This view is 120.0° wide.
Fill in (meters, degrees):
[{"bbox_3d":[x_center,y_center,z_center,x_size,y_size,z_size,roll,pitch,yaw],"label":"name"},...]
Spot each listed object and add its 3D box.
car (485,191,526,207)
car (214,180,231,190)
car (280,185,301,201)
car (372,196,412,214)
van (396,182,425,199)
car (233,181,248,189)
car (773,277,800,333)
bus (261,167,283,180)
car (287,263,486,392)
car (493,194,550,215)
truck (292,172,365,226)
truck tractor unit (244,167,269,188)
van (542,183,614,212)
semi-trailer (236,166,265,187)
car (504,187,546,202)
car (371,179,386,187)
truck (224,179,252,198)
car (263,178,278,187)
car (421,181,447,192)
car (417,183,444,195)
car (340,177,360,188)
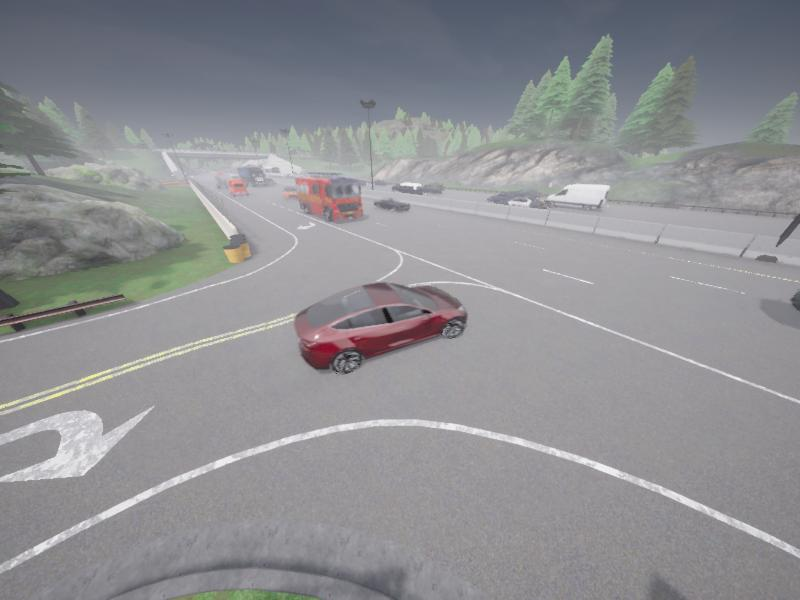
[{"bbox_3d":[13.498,-13.055,29.850,1.994,1.385,4.181,-23,37,-34],"label":"car"},{"bbox_3d":[-39.338,-25.434,51.030,2.033,1.649,4.856,-23,37,-34],"label":"car"},{"bbox_3d":[-16.551,-16.193,34.859,2.097,1.767,4.553,-15,33,-25],"label":"car"},{"bbox_3d":[-0.935,-10.717,25.871,1.895,1.301,4.718,-23,37,-34],"label":"car"},{"bbox_3d":[1.581,-17.680,37.190,2.069,2.038,4.480,-23,37,-34],"label":"van"},{"bbox_3d":[-36.925,-26.572,53.334,1.895,1.301,4.718,-23,37,-34],"label":"car"},{"bbox_3d":[14.357,0.711,5.334,2.150,2.045,5.566,-23,37,-34],"label":"car"},{"bbox_3d":[-48.723,-48.282,87.980,3.944,4.253,10.273,-23,37,-34],"label":"bus"},{"bbox_3d":[-0.349,0.389,6.466,4.792,1.488,2.163,-13,32,-21],"label":"car"},{"bbox_3d":[13.165,-10.616,25.455,2.038,1.542,4.974,-23,37,-34],"label":"car"},{"bbox_3d":[-7.006,-9.977,22.061,2.891,3.827,8.468,-23,37,-34],"label":"truck"},{"bbox_3d":[-33.764,-28.850,54.342,3.053,4.208,6.516,-22,36,-32],"label":"truck tractor unit"},{"bbox_3d":[20.543,-12.110,27.043,1.988,2.561,5.915,-23,37,-34],"label":"van"},{"bbox_3d":[-38.782,-31.988,59.592,2.717,4.402,14.254,-23,37,-34],"label":"semi-trailer"},{"bbox_3d":[18.397,-15.640,34.186,2.128,1.511,4.902,-23,37,-34],"label":"car"},{"bbox_3d":[-5.462,-29.753,58.611,1.845,1.501,3.633,-23,37,-34],"label":"car"},{"bbox_3d":[-26.952,-18.600,38.353,2.627,2.467,5.204,-22,36,-32],"label":"truck"},{"bbox_3d":[-32.533,-29.654,58.087,1.932,1.855,4.605,-22,37,-33],"label":"car"},{"bbox_3d":[6.692,-22.628,46.128,2.242,1.667,4.611,-23,37,-34],"label":"car"},{"bbox_3d":[5.549,-20.597,42.608,2.242,1.667,4.611,-23,37,-34],"label":"car"},{"bbox_3d":[-12.072,-28.463,55.863,2.150,2.045,5.566,-23,37,-34],"label":"car"}]
